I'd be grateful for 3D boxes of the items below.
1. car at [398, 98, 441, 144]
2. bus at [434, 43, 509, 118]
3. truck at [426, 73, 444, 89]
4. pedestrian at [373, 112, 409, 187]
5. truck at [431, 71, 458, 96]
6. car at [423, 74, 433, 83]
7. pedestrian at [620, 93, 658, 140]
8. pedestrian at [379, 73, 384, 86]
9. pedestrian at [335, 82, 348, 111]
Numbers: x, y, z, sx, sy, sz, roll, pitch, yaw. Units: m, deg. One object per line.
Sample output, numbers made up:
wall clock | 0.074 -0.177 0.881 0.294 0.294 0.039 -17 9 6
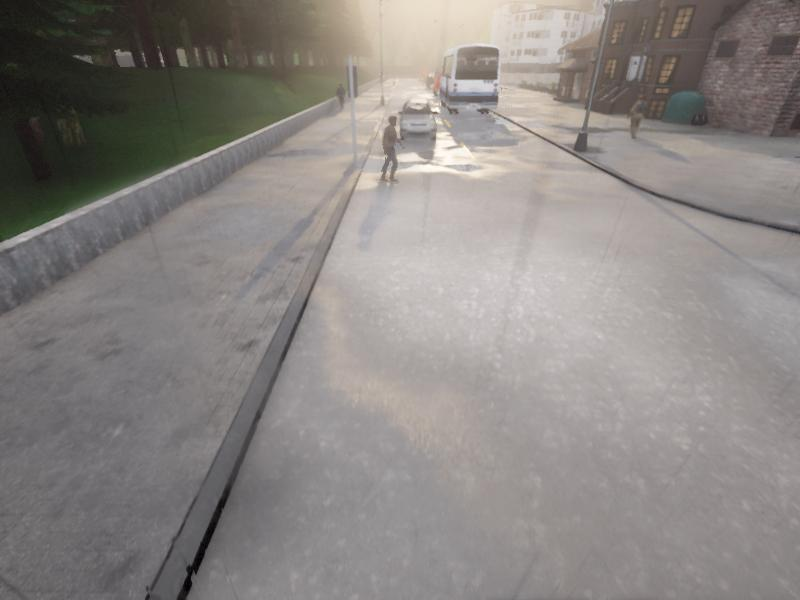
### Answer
car | 0.839 -8.791 19.435 1.851 1.617 3.988 0 30 0
bus | 4.942 -16.864 30.622 3.944 4.253 10.273 0 30 1
truck | 5.535 -34.942 63.651 2.390 2.098 6.274 0 30 1
pedestrian | -0.245 -4.301 11.460 0.751 1.860 0.751 13 33 21
truck | 5.314 -26.204 48.351 2.627 2.467 5.204 0 30 1
car | 5.836 -46.742 84.379 1.801 1.575 5.366 0 30 1
pedestrian | 10.640 -8.189 17.893 0.751 1.860 0.751 1 30 2
pedestrian | -3.196 -37.402 67.835 0.751 1.860 0.751 0 30 0
pedestrian | -4.344 -15.199 29.880 0.751 1.860 0.751 -2 30 -3
